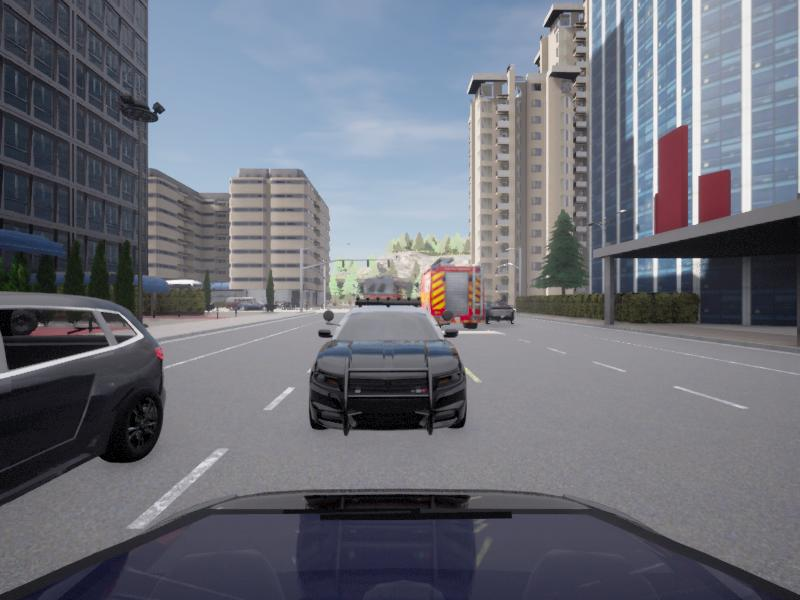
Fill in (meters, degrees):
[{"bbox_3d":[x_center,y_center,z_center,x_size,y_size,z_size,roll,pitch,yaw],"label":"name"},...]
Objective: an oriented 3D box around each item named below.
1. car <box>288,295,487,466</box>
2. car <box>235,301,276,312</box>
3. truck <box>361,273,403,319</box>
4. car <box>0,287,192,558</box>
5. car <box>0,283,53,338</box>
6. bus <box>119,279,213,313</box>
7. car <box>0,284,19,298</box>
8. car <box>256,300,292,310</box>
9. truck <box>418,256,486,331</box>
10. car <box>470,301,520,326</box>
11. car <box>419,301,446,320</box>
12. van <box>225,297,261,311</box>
[{"bbox_3d":[-0.189,0.771,6.483,1.930,1.638,5.238,0,0,-2],"label":"car"},{"bbox_3d":[-19.635,0.851,54.438,4.792,1.488,2.163,0,0,-1],"label":"car"},{"bbox_3d":[-1.447,-0.321,37.427,2.891,3.827,8.468,0,0,5],"label":"truck"},{"bbox_3d":[-3.586,0.756,2.516,2.242,1.667,4.611,0,0,-1],"label":"car"},{"bbox_3d":[-17.017,0.402,14.472,2.390,2.098,6.274,0,0,29],"label":"car"},{"bbox_3d":[-31.572,-0.527,54.379,10.273,4.253,3.944,-1,0,-1],"label":"bus"},{"bbox_3d":[-16.357,-0.347,15.659,1.750,0.535,1.642,0,0,29],"label":"car"},{"bbox_3d":[-20.396,0.771,64.937,5.238,1.638,1.930,0,0,-2],"label":"car"},{"bbox_3d":[2.854,-0.324,24.816,2.891,3.827,8.468,0,0,-1],"label":"truck"},{"bbox_3d":[6.291,0.835,27.184,2.128,1.511,4.902,0,0,-1],"label":"car"},{"bbox_3d":[2.640,0.827,33.185,1.845,1.501,3.633,0,0,-1],"label":"car"},{"bbox_3d":[-22.666,0.598,57.894,4.442,1.987,1.775,0,0,-1],"label":"van"}]
